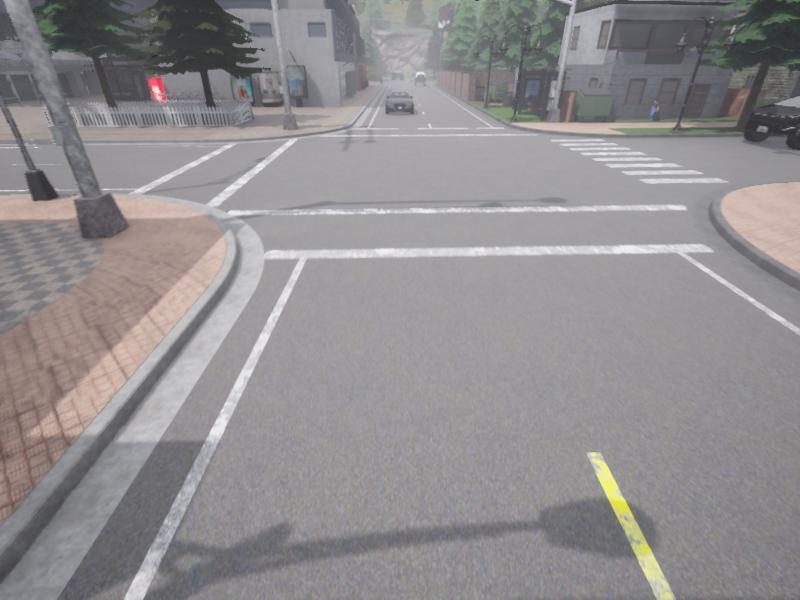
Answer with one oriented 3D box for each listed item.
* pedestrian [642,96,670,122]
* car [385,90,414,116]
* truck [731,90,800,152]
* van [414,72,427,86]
[{"bbox_3d":[14.918,-11.167,23.363,0.751,1.300,0.751,-8,31,-14],"label":"pedestrian"},{"bbox_3d":[-0.017,-14.531,29.421,1.994,1.385,4.181,0,30,0],"label":"car"},{"bbox_3d":[18.324,-7.726,17.049,6.274,2.098,2.390,-4,31,-7],"label":"truck"},{"bbox_3d":[3.460,-37.800,68.457,2.069,2.038,4.480,0,30,0],"label":"van"}]
